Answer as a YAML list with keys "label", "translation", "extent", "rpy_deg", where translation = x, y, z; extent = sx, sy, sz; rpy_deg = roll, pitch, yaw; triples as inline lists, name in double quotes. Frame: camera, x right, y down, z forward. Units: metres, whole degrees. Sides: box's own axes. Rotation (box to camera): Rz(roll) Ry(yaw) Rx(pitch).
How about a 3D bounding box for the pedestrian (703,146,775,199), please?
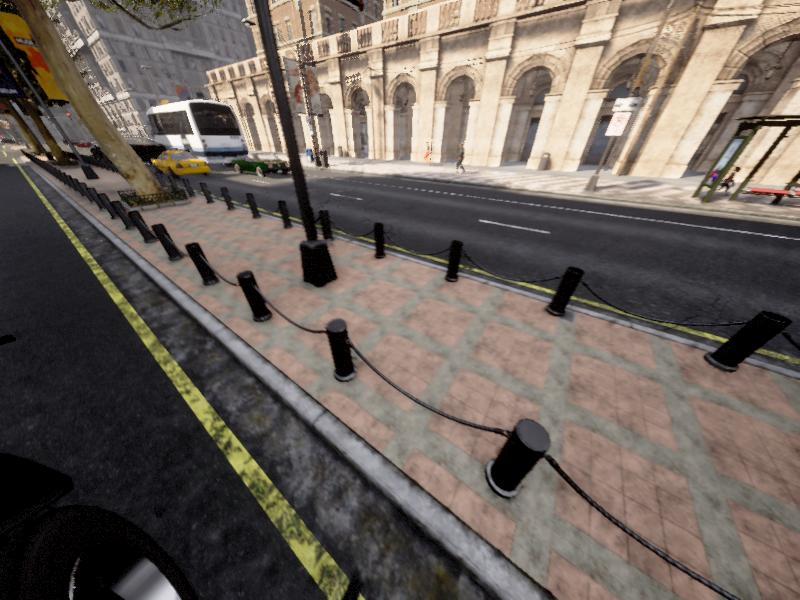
- label: "pedestrian"
  translation: [14.075, -5.348, 9.703]
  extent: [0.751, 1.860, 0.751]
  rpy_deg: [22, 41, 28]

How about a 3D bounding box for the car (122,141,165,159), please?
- label: "car"
  translation: [-31.569, -18.528, 28.432]
  extent: [4.856, 1.649, 2.033]
  rpy_deg: [22, 41, 28]

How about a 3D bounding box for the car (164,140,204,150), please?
- label: "car"
  translation: [-43.500, -31.451, 46.664]
  extent: [1.801, 1.575, 5.366]
  rpy_deg: [23, 41, 28]

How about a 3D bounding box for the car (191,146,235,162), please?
- label: "car"
  translation: [-20.743, -16.256, 25.600]
  extent: [4.718, 1.301, 1.895]
  rpy_deg: [22, 41, 28]

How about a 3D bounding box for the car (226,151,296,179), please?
- label: "car"
  translation: [-9.705, -9.451, 16.077]
  extent: [4.718, 1.301, 1.895]
  rpy_deg: [22, 41, 28]

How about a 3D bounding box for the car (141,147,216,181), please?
- label: "car"
  translation: [-14.810, -9.188, 15.412]
  extent: [5.366, 1.575, 1.801]
  rpy_deg: [23, 41, 28]

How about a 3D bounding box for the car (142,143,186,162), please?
- label: "car"
  translation: [-25.732, -16.085, 25.146]
  extent: [4.892, 1.490, 1.837]
  rpy_deg: [22, 41, 28]

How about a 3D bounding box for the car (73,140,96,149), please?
- label: "car"
  translation: [-64.876, -32.037, 47.467]
  extent: [4.181, 1.385, 1.994]
  rpy_deg: [22, 41, 28]

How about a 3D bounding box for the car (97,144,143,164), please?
- label: "car"
  translation: [-27.272, -14.265, 22.520]
  extent: [3.633, 1.501, 1.845]
  rpy_deg: [22, 41, 28]

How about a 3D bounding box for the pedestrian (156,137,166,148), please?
- label: "pedestrian"
  translation: [-50.519, -33.220, 48.817]
  extent: [0.751, 1.860, 0.751]
  rpy_deg: [28, 44, 34]

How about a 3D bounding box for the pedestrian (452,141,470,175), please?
- label: "pedestrian"
  translation: [4.078, -9.508, 15.499]
  extent: [0.751, 1.860, 0.751]
  rpy_deg: [16, 38, 21]

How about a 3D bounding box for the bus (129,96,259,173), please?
- label: "bus"
  translation: [-17.304, -13.676, 19.425]
  extent: [10.273, 4.253, 3.944]
  rpy_deg: [22, 41, 28]

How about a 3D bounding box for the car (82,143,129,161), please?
- label: "car"
  translation: [-32.627, -16.445, 25.572]
  extent: [4.902, 1.511, 2.128]
  rpy_deg: [22, 41, 28]

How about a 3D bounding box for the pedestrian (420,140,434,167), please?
- label: "pedestrian"
  translation: [2.313, -12.616, 19.886]
  extent: [0.751, 1.860, 0.751]
  rpy_deg: [27, 43, 32]

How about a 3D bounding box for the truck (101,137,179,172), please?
- label: "truck"
  translation: [-21.441, -12.114, 19.036]
  extent: [6.274, 2.098, 2.390]
  rpy_deg: [22, 41, 28]
